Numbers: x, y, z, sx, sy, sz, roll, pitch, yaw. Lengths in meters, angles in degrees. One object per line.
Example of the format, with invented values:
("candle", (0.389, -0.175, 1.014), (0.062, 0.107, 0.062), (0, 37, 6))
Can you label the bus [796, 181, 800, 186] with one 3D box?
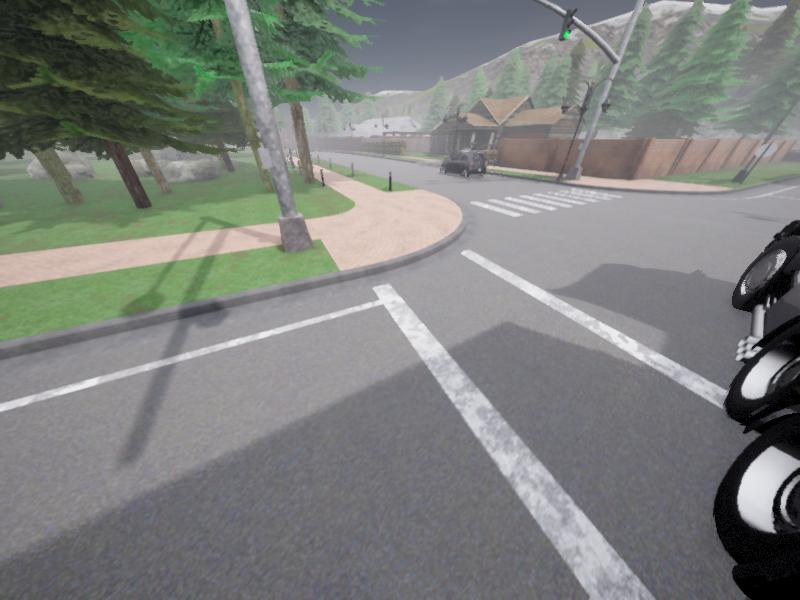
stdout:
("bus", (30.442, -9.248, 13.816), (10.273, 4.253, 3.944), (-16, 38, -22))

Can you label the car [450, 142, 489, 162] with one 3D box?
("car", (8.199, -17.519, 27.349), (3.866, 1.878, 1.905), (-17, 38, -23))

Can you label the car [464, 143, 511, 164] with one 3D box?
("car", (9.725, -16.352, 25.681), (4.605, 1.855, 1.932), (-17, 38, -23))

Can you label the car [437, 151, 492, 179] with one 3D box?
("car", (4.694, -10.159, 17.282), (1.845, 1.501, 3.633), (-17, 38, -23))

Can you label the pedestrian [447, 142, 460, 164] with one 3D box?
("pedestrian", (5.602, -15.435, 24.284), (0.751, 1.860, 0.751), (-25, 42, -32))

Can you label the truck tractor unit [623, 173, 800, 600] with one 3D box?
("truck tractor unit", (4.943, -0.443, 0.977), (6.516, 4.208, 3.053), (-25, 42, -31))
